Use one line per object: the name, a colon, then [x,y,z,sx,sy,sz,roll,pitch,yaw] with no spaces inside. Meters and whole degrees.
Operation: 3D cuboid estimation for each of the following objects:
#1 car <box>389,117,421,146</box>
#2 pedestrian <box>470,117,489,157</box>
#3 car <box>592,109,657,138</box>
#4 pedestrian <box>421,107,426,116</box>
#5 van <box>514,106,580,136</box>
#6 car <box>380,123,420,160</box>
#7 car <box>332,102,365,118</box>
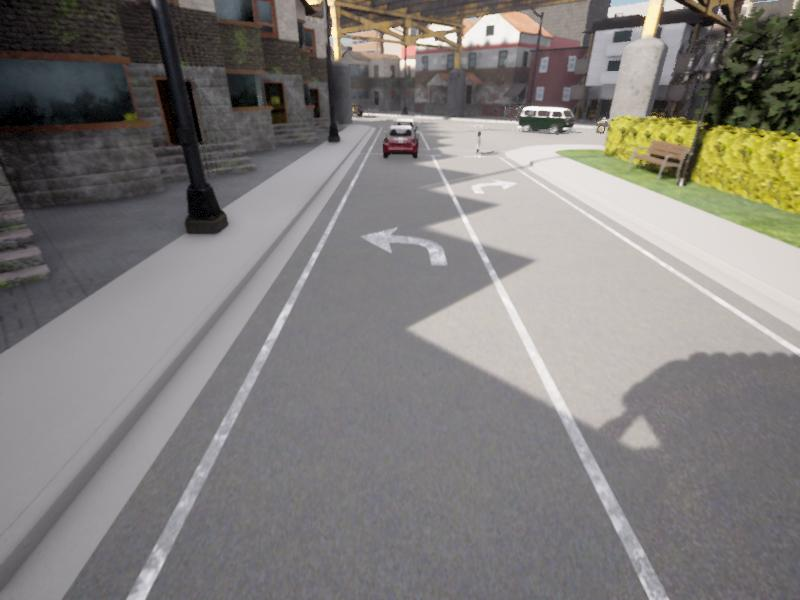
car: [0.321,-11.366,26.892,1.970,1.475,3.806,1,27,1]
pedestrian: [4.183,-8.591,21.101,0.751,1.860,0.751,6,28,12]
car: [18.138,-14.389,32.432,1.905,1.878,3.866,-24,36,-39]
pedestrian: [3.226,-26.198,55.572,0.500,1.100,0.500,20,33,33]
van: [12.169,-14.966,33.332,2.069,2.038,4.480,-24,36,-39]
car: [0.063,-8.685,21.716,1.970,1.475,3.806,1,27,1]
car: [-7.098,-26.231,55.075,1.932,1.855,4.605,-24,36,-39]
